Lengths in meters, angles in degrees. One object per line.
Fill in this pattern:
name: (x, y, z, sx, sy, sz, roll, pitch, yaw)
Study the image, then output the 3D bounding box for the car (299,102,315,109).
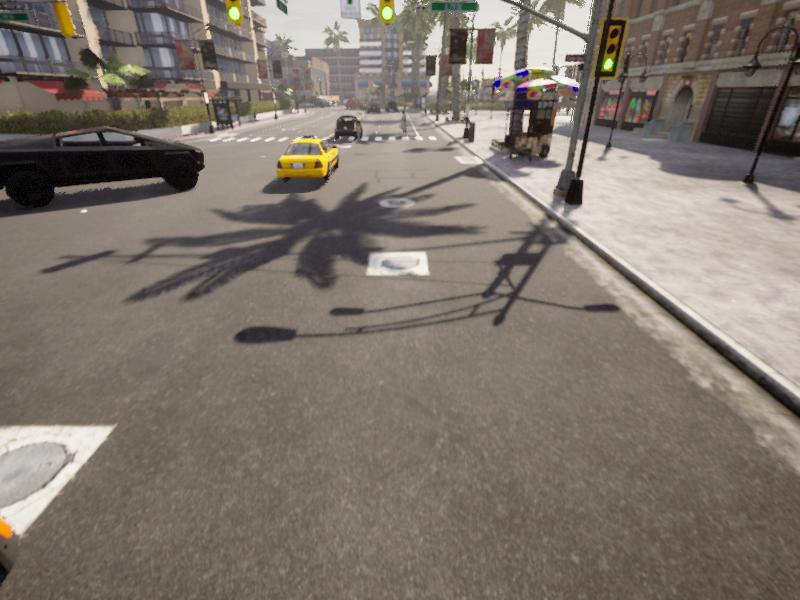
car: (-22.027, -46.075, 94.663, 1.895, 1.301, 4.718, -16, 31, -28)

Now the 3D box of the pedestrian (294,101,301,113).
pedestrian: (-17.038, -31.994, 66.345, 0.751, 1.860, 0.751, -1, 27, -1)

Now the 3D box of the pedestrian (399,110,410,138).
pedestrian: (0.333, -13.405, 30.473, 0.751, 1.860, 0.751, -2, 27, -2)

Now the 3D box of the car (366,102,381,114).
car: (-4.763, -34.113, 71.045, 2.242, 1.667, 4.611, -4, 28, -7)

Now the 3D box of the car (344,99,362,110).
car: (-10.430, -43.417, 88.584, 2.150, 2.045, 5.566, -12, 30, -21)

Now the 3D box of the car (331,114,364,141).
car: (-3.878, -13.148, 30.354, 1.851, 1.617, 3.988, 0, 27, 1)

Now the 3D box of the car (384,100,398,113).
car: (-1.648, -35.508, 73.347, 1.905, 1.878, 3.866, -6, 28, -11)

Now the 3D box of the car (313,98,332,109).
car: (-18.538, -46.916, 95.454, 2.150, 2.045, 5.566, -16, 31, -28)

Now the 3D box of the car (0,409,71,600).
car: (-3.580, 2.054, 0.698, 2.097, 1.767, 4.553, -1, 27, -1)

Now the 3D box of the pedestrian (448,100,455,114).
pedestrian: (8.019, -30.155, 62.494, 0.751, 1.860, 0.751, -2, 27, -4)

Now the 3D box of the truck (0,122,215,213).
truck: (-10.015, -4.622, 13.369, 6.274, 2.098, 2.390, -18, 32, -31)

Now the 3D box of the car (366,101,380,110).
car: (-5.832, -42.332, 86.940, 1.789, 1.549, 3.705, -12, 30, -21)

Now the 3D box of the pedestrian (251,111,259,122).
pedestrian: (-16.980, -21.505, 46.857, 0.500, 1.100, 0.500, 1, 27, 2)

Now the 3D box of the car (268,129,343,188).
car: (-3.637, -5.963, 16.461, 1.801, 1.575, 5.366, 0, 27, 0)
